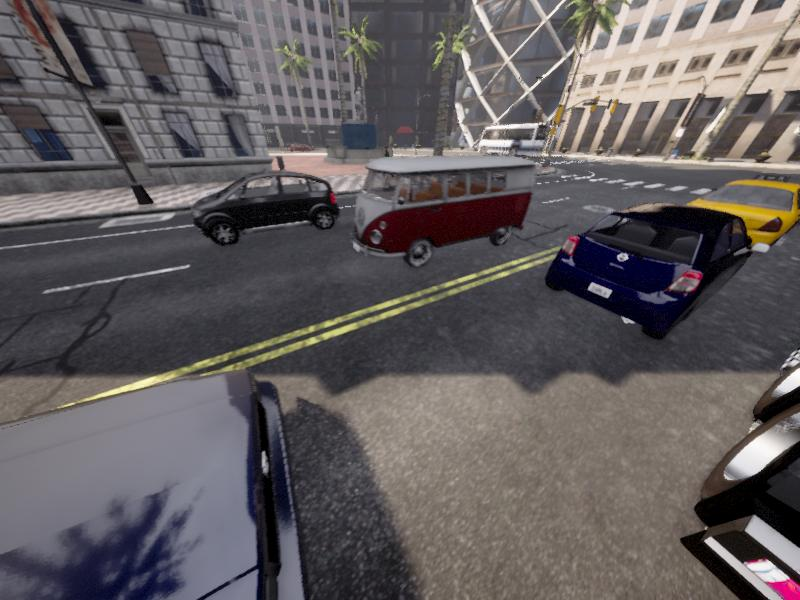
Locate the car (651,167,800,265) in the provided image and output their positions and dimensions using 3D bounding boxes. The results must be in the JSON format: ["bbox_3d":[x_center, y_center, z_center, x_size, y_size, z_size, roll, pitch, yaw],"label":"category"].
[{"bbox_3d":[9.826,-2.636,6.487,5.366,1.575,1.801,-18,39,-24],"label":"car"}]

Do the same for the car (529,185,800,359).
[{"bbox_3d":[4.403,-0.839,3.903,3.633,1.501,1.845,-18,39,-24],"label":"car"}]

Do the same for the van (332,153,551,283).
[{"bbox_3d":[1.013,-2.213,5.449,4.442,1.987,1.775,-18,39,-24],"label":"van"}]

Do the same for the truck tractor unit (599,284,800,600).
[{"bbox_3d":[5.143,-0.267,0.730,6.516,4.208,3.053,-17,38,-22],"label":"truck tractor unit"}]

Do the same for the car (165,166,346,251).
[{"bbox_3d":[-3.722,-2.795,6.627,3.705,1.549,1.789,-18,39,-25],"label":"car"}]

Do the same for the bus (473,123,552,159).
[{"bbox_3d":[17.679,-25.779,37.453,3.944,4.253,10.273,-21,40,-29],"label":"bus"}]

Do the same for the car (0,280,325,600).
[{"bbox_3d":[-3.081,1.684,0.335,5.357,1.411,2.033,-18,39,-24],"label":"car"}]

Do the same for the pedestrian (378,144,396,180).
[{"bbox_3d":[-0.795,-8.605,14.415,0.751,1.860,0.751,-19,39,-25],"label":"pedestrian"}]
